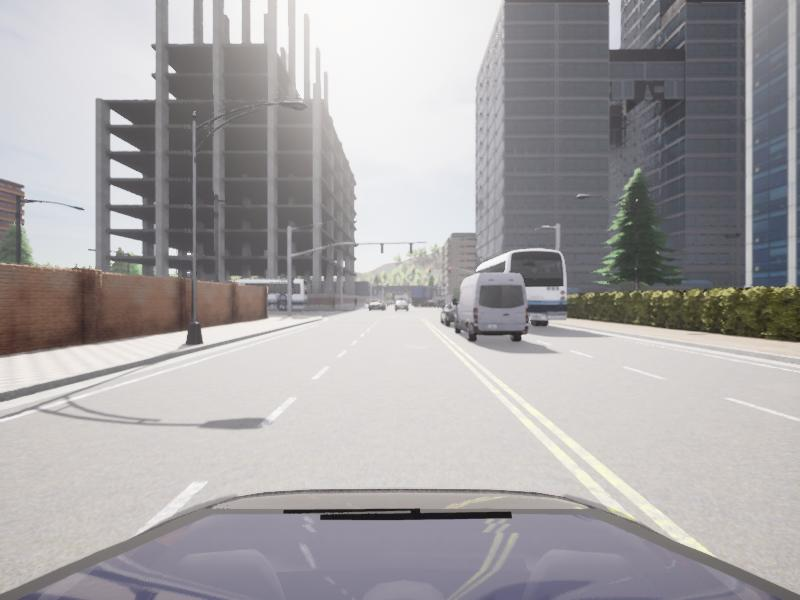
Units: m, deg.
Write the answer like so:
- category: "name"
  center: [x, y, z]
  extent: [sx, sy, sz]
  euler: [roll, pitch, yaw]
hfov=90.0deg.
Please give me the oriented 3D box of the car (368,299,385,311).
- category: "car"
  center: [-3.267, 0.705, 56.567]
  extent: [2.242, 1.667, 4.611]
  euler: [0, 0, 0]

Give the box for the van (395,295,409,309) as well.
- category: "van"
  center: [0.286, 0.313, 70.078]
  extent: [2.351, 2.431, 6.366]
  euler: [0, 0, 0]

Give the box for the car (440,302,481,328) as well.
- category: "car"
  center: [3.598, 0.846, 24.658]
  extent: [1.812, 1.442, 4.674]
  euler: [0, 0, 0]

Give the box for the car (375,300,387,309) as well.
- category: "car"
  center: [-3.221, 0.738, 68.101]
  extent: [1.801, 1.575, 5.366]
  euler: [0, 0, 0]

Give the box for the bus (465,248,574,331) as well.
- category: "bus"
  center: [6.986, -0.558, 25.660]
  extent: [3.944, 4.253, 10.273]
  euler: [0, 0, 0]

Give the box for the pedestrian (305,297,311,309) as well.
- category: "pedestrian"
  center: [-13.667, 0.431, 59.432]
  extent: [0.751, 1.860, 0.751]
  euler: [0, 0, 10]

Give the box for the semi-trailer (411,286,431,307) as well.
- category: "semi-trailer"
  center: [4.960, -0.702, 91.194]
  extent: [2.717, 4.402, 14.254]
  euler: [0, 0, 10]

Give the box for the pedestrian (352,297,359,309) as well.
- category: "pedestrian"
  center: [-6.906, 0.427, 62.010]
  extent: [0.751, 1.860, 0.751]
  euler: [0, 0, -41]

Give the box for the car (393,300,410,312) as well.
- category: "car"
  center: [0.216, 0.786, 52.791]
  extent: [2.128, 1.511, 4.902]
  euler: [0, 0, 0]

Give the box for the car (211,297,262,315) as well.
- category: "car"
  center: [-17.055, 0.613, 41.929]
  extent: [4.605, 1.855, 1.932]
  euler: [0, 0, 3]

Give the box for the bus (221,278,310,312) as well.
- category: "bus"
  center: [-17.237, -0.581, 52.055]
  extent: [10.273, 4.253, 3.944]
  euler: [0, 0, -2]

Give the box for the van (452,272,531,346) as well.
- category: "van"
  center: [3.579, 0.306, 16.901]
  extent: [1.988, 2.561, 5.915]
  euler: [0, 0, 0]
